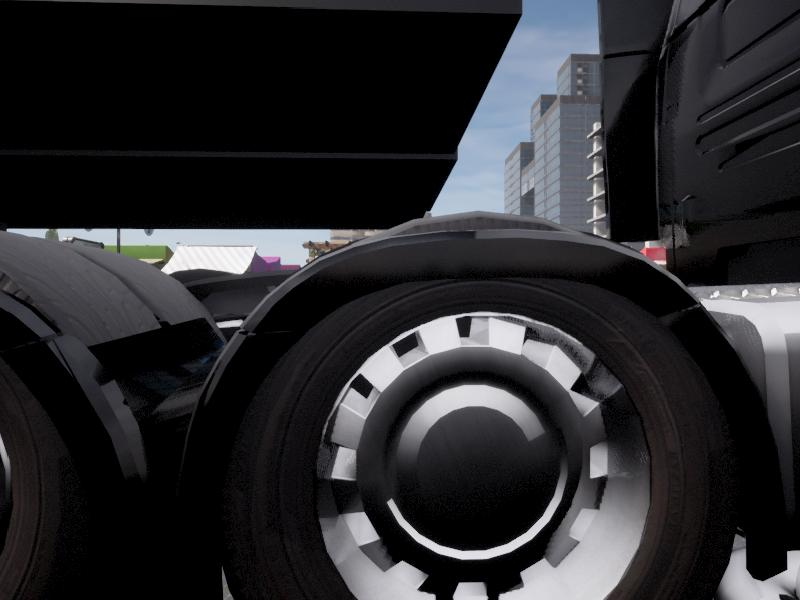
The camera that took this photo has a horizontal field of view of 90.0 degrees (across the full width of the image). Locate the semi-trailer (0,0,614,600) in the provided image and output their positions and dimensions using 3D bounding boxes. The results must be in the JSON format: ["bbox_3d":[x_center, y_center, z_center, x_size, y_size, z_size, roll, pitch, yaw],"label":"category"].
[{"bbox_3d":[-6.800,-1.218,1.762,14.254,4.402,2.717,0,0,-2],"label":"semi-trailer"}]

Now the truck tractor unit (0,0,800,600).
[{"bbox_3d":[1.105,-1.116,2.104,6.516,4.208,3.053,0,0,-3],"label":"truck tractor unit"}]

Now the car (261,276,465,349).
[{"bbox_3d":[-0.781,0.254,9.143,4.193,1.474,1.816,0,0,-2],"label":"car"}]
